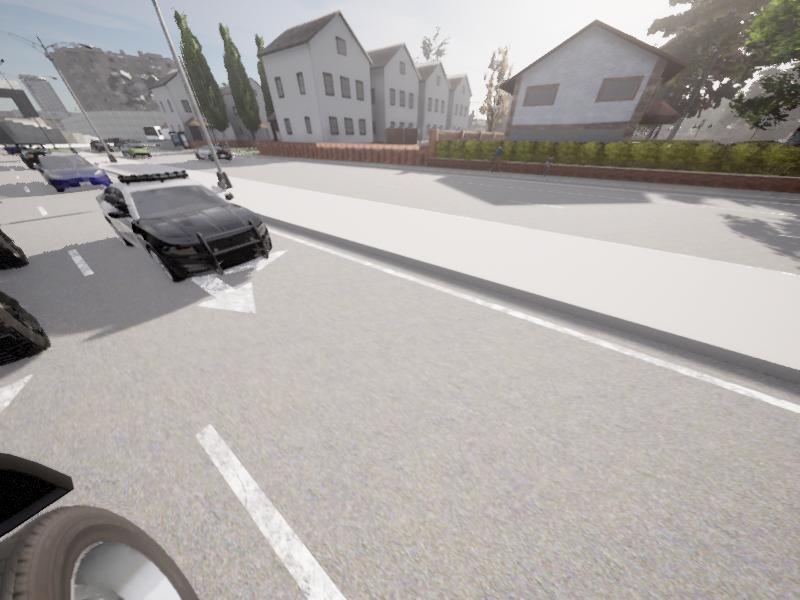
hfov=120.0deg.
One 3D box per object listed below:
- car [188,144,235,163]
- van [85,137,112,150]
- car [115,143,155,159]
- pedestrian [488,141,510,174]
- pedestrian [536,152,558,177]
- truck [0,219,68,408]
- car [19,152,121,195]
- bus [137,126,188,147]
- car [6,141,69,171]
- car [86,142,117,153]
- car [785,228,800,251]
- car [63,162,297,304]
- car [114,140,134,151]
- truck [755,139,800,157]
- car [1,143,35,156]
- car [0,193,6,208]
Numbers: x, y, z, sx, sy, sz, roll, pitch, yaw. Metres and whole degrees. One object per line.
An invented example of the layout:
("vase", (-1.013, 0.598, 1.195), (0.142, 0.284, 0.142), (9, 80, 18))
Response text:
("car", (-20.732, -16.223, 25.420), (4.974, 1.542, 2.038), (22, 41, 27))
("van", (-59.023, -30.764, 45.354), (2.069, 2.038, 4.480), (-26, 43, -32))
("car", (-33.170, -18.732, 28.910), (4.514, 1.525, 2.007), (22, 41, 27))
("pedestrian", (6.758, -9.773, 15.832), (0.751, 1.860, 0.751), (23, 41, 29))
("pedestrian", (9.300, -8.573, 14.632), (0.751, 1.300, 0.751), (22, 41, 28))
("truck", (-7.046, -0.447, 2.711), (6.274, 2.098, 2.390), (22, 40, 28))
("car", (-17.230, -6.749, 12.082), (4.792, 1.488, 2.163), (22, 41, 27))
("bus", (-63.836, -44.385, 62.666), (3.944, 4.253, 10.273), (-6, 36, -8))
("car", (-29.748, -11.911, 18.969), (3.866, 1.878, 1.905), (22, 41, 27))
("car", (-48.988, -25.048, 37.881), (5.357, 1.411, 2.033), (23, 41, 28))
("car", (11.612, -0.905, 3.826), (4.856, 1.649, 2.033), (22, 41, 27))
("car", (-4.979, -1.926, 5.183), (5.238, 1.638, 1.930), (22, 41, 27))
("car", (-52.409, -29.374, 43.864), (3.633, 1.501, 1.845), (29, 44, 34))
("truck", (59.611, -23.783, 35.965), (2.390, 2.098, 6.274), (21, 41, 27))
("car", (-53.596, -21.122, 32.396), (4.718, 1.301, 1.895), (21, 40, 27))
("car", (-17.529, -4.367, 8.812), (4.181, 1.385, 1.994), (21, 40, 27))
